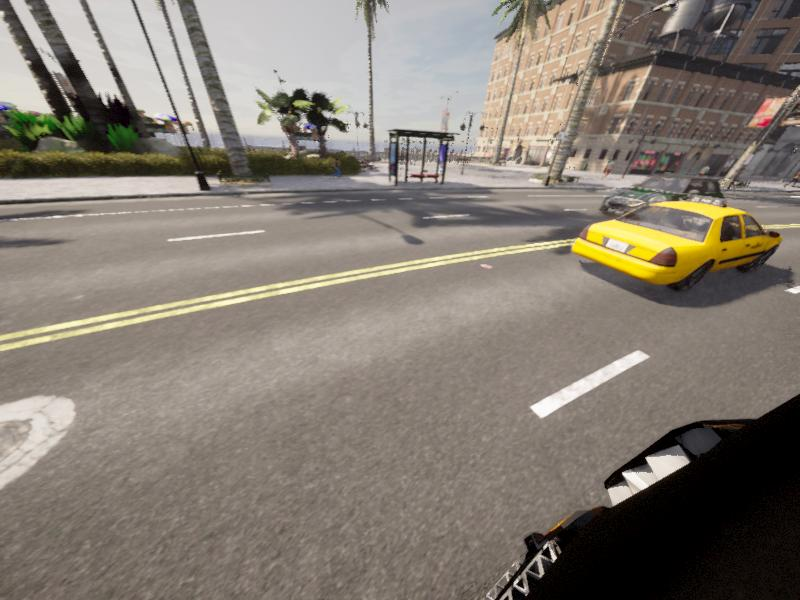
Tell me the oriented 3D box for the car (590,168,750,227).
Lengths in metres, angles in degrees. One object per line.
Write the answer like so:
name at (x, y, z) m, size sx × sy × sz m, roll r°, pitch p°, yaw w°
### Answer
car at (11.042, -4.330, 9.649) m, size 4.553 × 1.767 × 2.097 m, roll -8°, pitch 35°, yaw -16°

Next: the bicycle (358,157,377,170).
bicycle at (-3.074, -12.922, 21.846) m, size 1.643 × 1.024 × 0.373 m, roll -6°, pitch 35°, yaw -13°

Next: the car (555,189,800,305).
car at (6.547, -1.486, 5.238) m, size 5.366 × 1.575 × 1.801 m, roll -10°, pitch 36°, yaw -19°

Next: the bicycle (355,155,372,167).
bicycle at (-3.799, -14.576, 24.264) m, size 1.643 × 1.024 × 0.373 m, roll -6°, pitch 35°, yaw -13°

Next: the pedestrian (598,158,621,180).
pedestrian at (21.394, -13.376, 23.602) m, size 0.751 × 1.860 × 0.751 m, roll -7°, pitch 35°, yaw -15°

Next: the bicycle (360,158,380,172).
bicycle at (-2.591, -11.819, 20.234) m, size 1.643 × 1.024 × 0.373 m, roll -6°, pitch 35°, yaw -13°

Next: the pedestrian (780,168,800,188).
pedestrian at (42.900, -13.182, 24.976) m, size 0.751 × 1.860 × 0.751 m, roll 4°, pitch 34°, yaw 2°

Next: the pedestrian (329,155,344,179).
pedestrian at (-4.144, -8.700, 15.137) m, size 0.751 × 1.300 × 0.751 m, roll -9°, pitch 36°, yaw -17°

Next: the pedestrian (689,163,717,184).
pedestrian at (31.816, -13.304, 24.301) m, size 0.751 × 1.860 × 0.751 m, roll -3°, pitch 34°, yaw -9°
